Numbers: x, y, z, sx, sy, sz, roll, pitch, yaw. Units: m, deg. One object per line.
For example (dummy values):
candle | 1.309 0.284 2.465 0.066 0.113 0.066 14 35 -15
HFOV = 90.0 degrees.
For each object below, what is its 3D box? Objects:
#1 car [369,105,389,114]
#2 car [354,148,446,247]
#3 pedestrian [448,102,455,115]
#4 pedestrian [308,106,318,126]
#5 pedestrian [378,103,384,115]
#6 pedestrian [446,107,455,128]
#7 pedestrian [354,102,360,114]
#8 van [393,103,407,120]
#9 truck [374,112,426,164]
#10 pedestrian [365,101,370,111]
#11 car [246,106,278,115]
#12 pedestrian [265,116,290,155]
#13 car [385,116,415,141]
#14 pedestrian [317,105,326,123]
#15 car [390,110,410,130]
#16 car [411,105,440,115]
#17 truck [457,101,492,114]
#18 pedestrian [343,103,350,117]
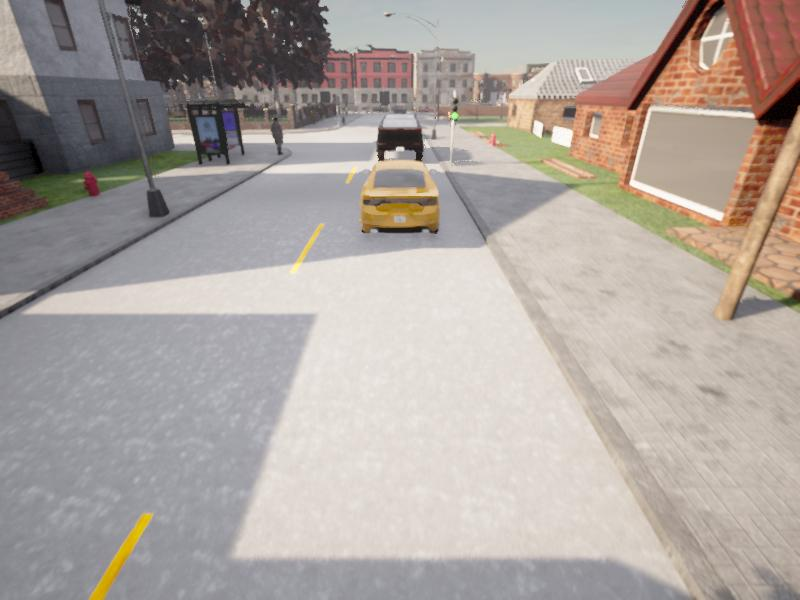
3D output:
car | -4.023 -36.460 76.504 3.705 1.549 1.789 0 27 0
car | 0.000 -3.010 10.824 1.882 1.535 5.008 0 27 0
pedestrian | 8.445 -31.391 65.504 0.751 1.860 0.751 -8 28 -16
pedestrian | -9.102 -19.223 41.827 0.751 1.860 0.751 -1 27 -2
pedestrian | -3.236 -32.010 66.971 0.751 1.860 0.751 9 29 17
pedestrian | 5.013 -18.033 39.468 0.751 1.860 0.751 2 27 4
pedestrian | -7.352 -32.675 68.053 0.751 1.860 0.751 2 27 4
van | 0.003 -25.850 54.866 1.775 1.987 4.442 0 27 0
truck | 0.001 -9.009 21.908 2.390 2.098 6.274 0 27 0
pedestrian | -6.433 -38.425 79.259 0.751 1.860 0.751 -2 27 -4
car | -25.095 -34.550 72.973 4.902 1.511 2.128 0 27 0
pedestrian | -6.560 -8.800 21.460 0.751 1.860 0.751 12 29 21
car | 0.002 -13.452 31.212 2.128 1.511 4.902 0 27 0
pedestrian | -9.261 -21.848 46.947 0.751 1.860 0.751 0 27 0
car | 0.004 -18.056 40.087 1.851 1.617 3.988 0 27 0
car | 4.840 -36.327 76.474 5.027 1.651 2.152 -9 29 -17
truck | 14.146 -36.722 76.381 6.274 2.098 2.390 0 27 0
pedestrian | -7.817 -27.623 58.204 0.751 1.860 0.751 2 27 4
